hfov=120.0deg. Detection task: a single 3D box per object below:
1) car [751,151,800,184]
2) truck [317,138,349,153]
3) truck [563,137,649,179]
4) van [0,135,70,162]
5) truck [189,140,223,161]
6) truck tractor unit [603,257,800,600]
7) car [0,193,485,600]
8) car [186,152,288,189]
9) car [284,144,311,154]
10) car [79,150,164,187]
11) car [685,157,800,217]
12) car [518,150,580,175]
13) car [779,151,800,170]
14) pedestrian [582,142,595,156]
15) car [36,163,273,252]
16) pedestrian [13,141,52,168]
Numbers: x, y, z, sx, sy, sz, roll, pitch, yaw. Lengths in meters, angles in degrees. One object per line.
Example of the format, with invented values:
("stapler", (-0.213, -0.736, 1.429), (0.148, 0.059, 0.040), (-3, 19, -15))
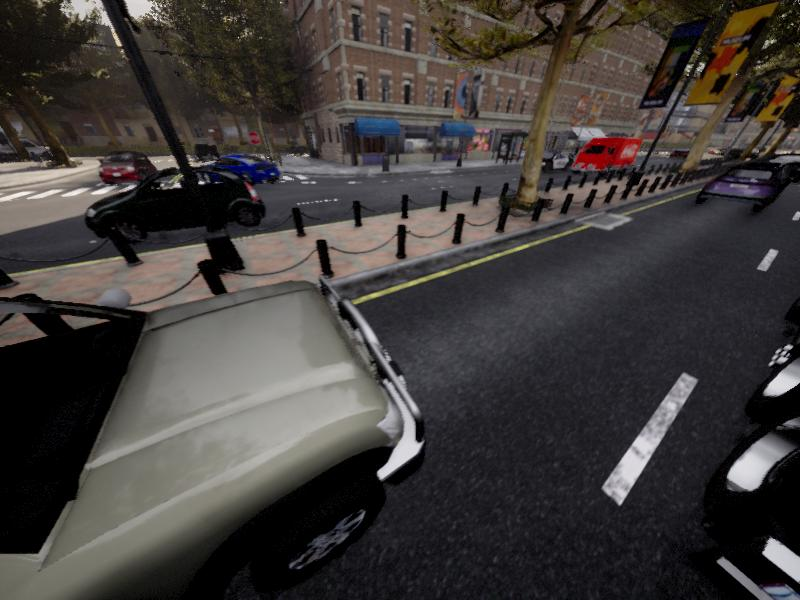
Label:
("car", (28.139, -9.686, 16.726), (5.238, 1.638, 1.930), (-20, 40, -26))
("truck", (-13.379, -31.083, 46.390), (5.204, 2.467, 2.627), (-20, 40, -26))
("truck", (15.853, -11.072, 17.887), (5.204, 2.467, 2.627), (-19, 39, -26))
("van", (-44.567, -17.632, 26.834), (6.366, 2.431, 2.351), (-20, 39, -26))
("truck", (-24.929, -19.268, 29.642), (2.390, 2.098, 6.274), (-23, 41, -31))
("truck tractor unit", (5.099, -0.312, 0.798), (6.516, 4.208, 3.053), (-19, 39, -25))
("car", (-2.172, 0.939, 0.992), (4.605, 1.855, 1.932), (-20, 40, -26))
("car", (-9.586, -7.773, 13.745), (5.008, 1.535, 1.882), (11, 37, 15))
("car", (-19.322, -28.506, 43.603), (4.181, 1.385, 1.994), (-18, 39, -24))
("car", (-16.923, -8.314, 14.400), (1.851, 1.617, 3.988), (-16, 38, -22))
("car", (15.051, -5.048, 9.965), (4.856, 1.649, 2.033), (-20, 40, -26))
("car", (12.904, -12.004, 20.019), (4.974, 1.542, 2.038), (-20, 40, -26))
("car", (40.914, -14.140, 23.380), (3.806, 1.475, 1.970), (-19, 39, -26))
("pedestrian", (30.005, -24.010, 36.826), (0.751, 1.860, 0.751), (-18, 39, -24))
("car", (-6.255, -2.899, 6.708), (3.988, 1.617, 1.851), (-19, 39, -26))
("pedestrian", (-29.883, -11.845, 18.831), (0.751, 1.860, 0.751), (-22, 41, -29))
